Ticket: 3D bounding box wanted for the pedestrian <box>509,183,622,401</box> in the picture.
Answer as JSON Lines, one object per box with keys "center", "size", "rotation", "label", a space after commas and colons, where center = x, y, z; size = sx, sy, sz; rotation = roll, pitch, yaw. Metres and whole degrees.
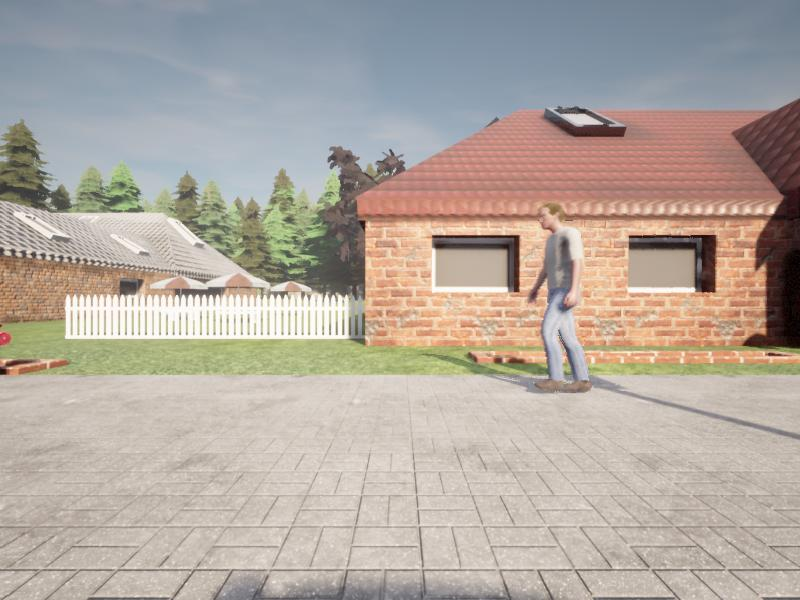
{"center": [1.514, -0.067, 3.789], "size": [0.751, 1.860, 0.751], "rotation": [0, 0, -1], "label": "pedestrian"}
